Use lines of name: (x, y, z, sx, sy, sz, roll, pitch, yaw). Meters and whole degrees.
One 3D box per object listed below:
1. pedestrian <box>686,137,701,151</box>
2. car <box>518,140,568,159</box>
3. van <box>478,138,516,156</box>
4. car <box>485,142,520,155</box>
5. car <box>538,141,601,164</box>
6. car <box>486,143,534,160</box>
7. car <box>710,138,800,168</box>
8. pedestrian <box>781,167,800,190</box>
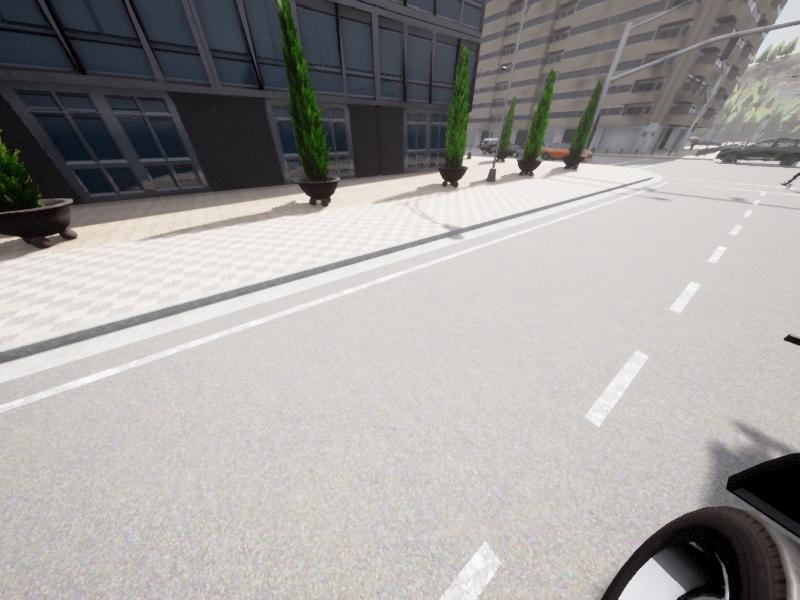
pedestrian: (48.167, -25.517, 37.882, 0.751, 1.860, 0.751, -29, 44, -34)
car: (17.730, -18.881, 28.869, 1.932, 1.855, 4.605, -22, 40, -28)
van: (13.881, -22.155, 33.404, 2.069, 2.038, 4.480, -22, 40, -28)
car: (15.949, -23.742, 36.161, 1.812, 1.442, 4.674, -22, 41, -27)
car: (17.503, -15.464, 24.094, 2.097, 1.767, 4.553, -21, 40, -27)
car: (13.576, -18.638, 28.873, 2.128, 1.511, 4.902, -22, 40, -27)
car: (32.999, -13.325, 20.753, 2.150, 2.045, 5.566, -22, 41, -27)
pedestrian: (20.134, -6.450, 11.255, 0.751, 1.860, 0.751, -21, 40, -27)
